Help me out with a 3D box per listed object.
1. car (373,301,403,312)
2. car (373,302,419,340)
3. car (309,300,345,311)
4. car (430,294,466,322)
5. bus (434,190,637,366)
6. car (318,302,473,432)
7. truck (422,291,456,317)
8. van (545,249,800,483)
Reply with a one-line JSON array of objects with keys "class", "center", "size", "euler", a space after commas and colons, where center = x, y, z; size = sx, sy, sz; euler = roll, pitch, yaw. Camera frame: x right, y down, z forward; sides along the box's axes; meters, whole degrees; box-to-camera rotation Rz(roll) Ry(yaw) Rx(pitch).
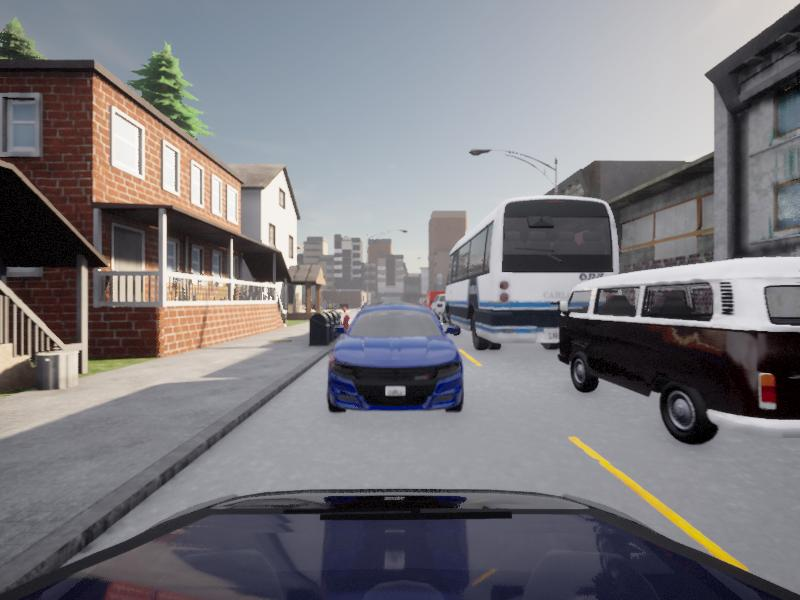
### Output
[{"class": "car", "center": [-1.708, 0.860, 55.742], "size": [4.193, 1.474, 1.816], "euler": [0, 0, 44]}, {"class": "car", "center": [-0.176, 0.848, 18.193], "size": [1.837, 1.490, 4.892], "euler": [0, 0, -1]}, {"class": "car", "center": [-10.640, 0.785, 58.236], "size": [4.856, 1.649, 2.033], "euler": [0, 0, -1]}, {"class": "car", "center": [3.719, 0.572, 32.062], "size": [2.150, 2.045, 5.566], "euler": [0, 0, -1]}, {"class": "bus", "center": [3.735, -0.532, 14.852], "size": [3.944, 4.253, 10.273], "euler": [0, 0, -1]}, {"class": "car", "center": [-0.076, 0.824, 7.337], "size": [1.882, 1.535, 5.008], "euler": [0, 0, -1]}, {"class": "truck", "center": [3.742, 0.361, 39.529], "size": [2.627, 2.467, 5.204], "euler": [0, 0, -2]}, {"class": "van", "center": [3.940, 0.572, 5.739], "size": [2.069, 2.038, 4.480], "euler": [0, 0, -1]}]
